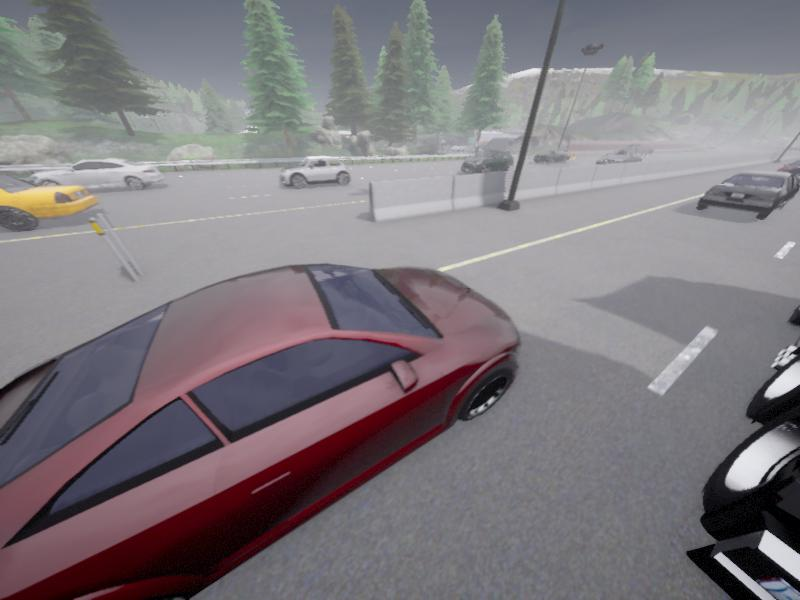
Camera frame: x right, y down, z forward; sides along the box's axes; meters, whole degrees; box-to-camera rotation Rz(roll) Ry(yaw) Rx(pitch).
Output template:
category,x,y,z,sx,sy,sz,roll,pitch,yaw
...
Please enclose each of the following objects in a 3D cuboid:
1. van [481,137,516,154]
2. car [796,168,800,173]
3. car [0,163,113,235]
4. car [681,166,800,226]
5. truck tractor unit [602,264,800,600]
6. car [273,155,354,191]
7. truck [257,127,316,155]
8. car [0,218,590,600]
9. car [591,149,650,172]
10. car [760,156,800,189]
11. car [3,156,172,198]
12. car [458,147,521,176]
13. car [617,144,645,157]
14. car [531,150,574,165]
category,x,y,z,sx,sy,sz,roll,pitch,yaw
van,18.574,-29.379,43.933,1.988,2.561,5.915,-18,39,-25
car,38.874,-12.446,21.004,4.974,1.542,2.038,-18,39,-25
car,-12.547,-2.704,6.395,5.366,1.575,1.801,-18,39,-24
car,14.062,-4.340,9.195,5.357,1.411,2.033,-18,39,-24
truck tractor unit,5.113,-0.296,0.790,6.516,4.208,3.053,-18,39,-24
car,-4.918,-7.441,13.385,3.806,1.475,1.970,-18,39,-24
truck,-19.910,-28.088,40.880,8.468,3.827,2.891,-16,38,-22
car,-0.755,0.473,2.130,4.181,1.385,1.994,-18,39,-25
car,21.595,-13.797,22.685,5.027,1.651,2.152,-18,39,-24
car,26.178,-8.329,14.945,4.974,1.542,2.038,-18,39,-24
car,-15.223,-6.392,11.794,4.674,1.442,1.812,-18,39,-25
car,7.354,-11.554,19.156,4.553,1.767,2.097,-18,39,-24
car,42.437,-27.587,42.518,3.866,1.878,1.905,-18,39,-24
car,18.403,-17.240,27.894,4.718,1.301,1.895,-18,39,-24
